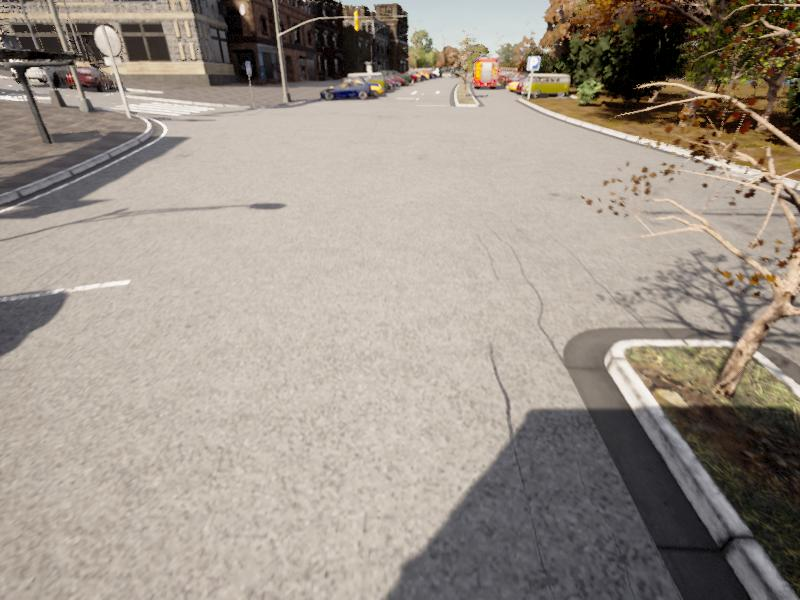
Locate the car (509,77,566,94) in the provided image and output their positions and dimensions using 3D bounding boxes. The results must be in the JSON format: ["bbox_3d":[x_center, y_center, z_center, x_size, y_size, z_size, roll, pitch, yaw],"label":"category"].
[{"bbox_3d":[14.842,-23.265,43.427,5.366,1.575,1.946,-6,31,-11],"label":"car"}]

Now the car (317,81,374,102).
[{"bbox_3d":[-4.923,-18.981,36.339,4.792,1.488,2.163,-8,31,-12],"label":"car"}]

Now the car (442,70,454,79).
[{"bbox_3d":[10.917,-51.473,91.295,2.242,1.667,4.611,6,31,10],"label":"car"}]

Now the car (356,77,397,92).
[{"bbox_3d":[-2.909,-26.557,49.197,4.674,1.452,2.002,-7,31,-10],"label":"car"}]

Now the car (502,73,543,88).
[{"bbox_3d":[16.261,-29.315,53.428,4.553,1.767,2.185,-5,31,-10],"label":"car"}]

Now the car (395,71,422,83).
[{"bbox_3d":[1.533,-40.326,72.221,4.553,1.767,2.185,-6,31,-8],"label":"car"}]

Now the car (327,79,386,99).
[{"bbox_3d":[-4.236,-20.533,38.887,5.366,1.575,1.946,-8,31,-11],"label":"car"}]

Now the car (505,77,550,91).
[{"bbox_3d":[15.439,-26.194,48.469,4.674,1.452,2.002,-6,31,-10],"label":"car"}]

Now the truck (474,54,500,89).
[{"bbox_3d":[11.579,-30.770,53.912,2.891,3.827,8.468,4,31,8],"label":"truck"}]

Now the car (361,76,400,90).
[{"bbox_3d":[-2.495,-28.078,51.778,4.674,1.452,2.002,-7,31,-10],"label":"car"}]

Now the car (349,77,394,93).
[{"bbox_3d":[-3.324,-25.072,46.602,4.892,1.521,2.231,-7,31,-10],"label":"car"}]

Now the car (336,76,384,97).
[{"bbox_3d":[-4.102,-22.133,41.369,4.553,1.767,2.185,-8,31,-11],"label":"car"}]

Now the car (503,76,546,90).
[{"bbox_3d":[15.853,-27.685,50.994,4.674,1.452,2.002,-5,31,-10],"label":"car"}]

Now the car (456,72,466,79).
[{"bbox_3d":[13.844,-51.053,90.775,1.895,1.301,4.718,6,31,10],"label":"car"}]

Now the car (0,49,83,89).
[{"bbox_3d":[-24.763,-16.055,27.856,2.435,2.045,5.566,-5,30,-19],"label":"car"}]

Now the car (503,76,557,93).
[{"bbox_3d":[14.864,-24.718,45.881,5.366,1.575,1.946,-6,32,-11],"label":"car"}]

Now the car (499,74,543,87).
[{"bbox_3d":[16.924,-30.717,56.047,5.366,1.575,1.946,-5,31,-10],"label":"car"}]

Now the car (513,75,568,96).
[{"bbox_3d":[14.264,-21.855,40.793,4.553,1.767,2.185,-6,31,-11],"label":"car"}]

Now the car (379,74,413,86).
[{"bbox_3d":[-0.640,-34.178,62.045,5.008,1.535,2.097,-6,30,-9],"label":"car"}]

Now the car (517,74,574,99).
[{"bbox_3d":[13.839,-20.435,38.189,4.442,1.987,1.878,-6,32,-12],"label":"car"}]

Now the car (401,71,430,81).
[{"bbox_3d":[3.098,-44.713,79.906,5.366,1.575,1.946,-5,31,-7],"label":"car"}]

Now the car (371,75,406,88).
[{"bbox_3d":[-1.596,-31.111,56.921,4.674,1.452,2.002,-7,31,-9],"label":"car"}]

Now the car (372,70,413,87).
[{"bbox_3d":[-1.104,-32.886,59.357,5.566,2.045,2.435,-7,31,-9],"label":"car"}]

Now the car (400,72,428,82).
[{"bbox_3d":[2.670,-43.231,77.393,5.008,1.535,2.097,-5,30,-7],"label":"car"}]

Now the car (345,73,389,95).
[{"bbox_3d":[-3.594,-23.762,43.929,4.442,1.987,1.878,-8,31,-11],"label":"car"}]

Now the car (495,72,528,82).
[{"bbox_3d":[19.806,-39.600,71.089,5.008,1.535,2.097,-4,31,-8],"label":"car"}]

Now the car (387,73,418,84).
[{"bbox_3d":[0.408,-37.199,67.167,5.008,1.535,2.097,-6,31,-8],"label":"car"}]

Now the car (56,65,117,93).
[{"bbox_3d":[-21.770,-15.518,28.054,2.002,1.452,4.674,-5,30,-19],"label":"car"}]
